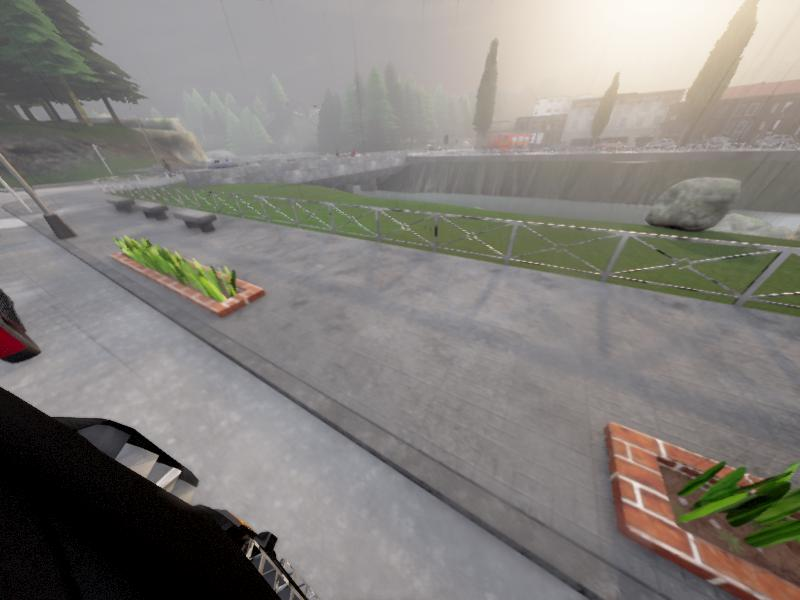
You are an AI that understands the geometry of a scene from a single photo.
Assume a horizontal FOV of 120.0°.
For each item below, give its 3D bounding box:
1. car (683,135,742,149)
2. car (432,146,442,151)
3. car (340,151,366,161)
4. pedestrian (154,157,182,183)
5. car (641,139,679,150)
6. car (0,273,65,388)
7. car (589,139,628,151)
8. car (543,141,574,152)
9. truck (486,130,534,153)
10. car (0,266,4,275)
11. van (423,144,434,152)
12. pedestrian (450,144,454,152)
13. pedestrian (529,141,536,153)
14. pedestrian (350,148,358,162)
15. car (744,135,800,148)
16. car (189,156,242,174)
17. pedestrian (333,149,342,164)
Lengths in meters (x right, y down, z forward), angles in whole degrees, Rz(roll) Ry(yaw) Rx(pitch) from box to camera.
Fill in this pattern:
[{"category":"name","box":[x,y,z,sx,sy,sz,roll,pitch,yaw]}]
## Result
[{"category":"car","box":[50.281,-25.493,37.364,5.238,1.638,1.930,16,38,26]},{"category":"car","box":[13.322,-54.221,82.727,2.007,1.525,4.514,16,38,26]},{"category":"car","box":[-8.885,-27.793,44.548,2.038,1.542,4.974,16,38,26]},{"category":"pedestrian","box":[-19.895,-11.159,19.836,0.751,1.860,0.751,16,38,25]},{"category":"car","box":[44.914,-26.993,40.084,3.806,1.475,1.970,16,38,25]},{"category":"car","box":[-6.351,0.135,2.671,3.633,1.501,1.845,16,38,26]},{"category":"car","box":[38.727,-28.868,43.135,5.027,1.651,2.152,16,38,26]},{"category":"car","box":[31.821,-30.894,46.584,4.856,1.649,2.033,16,38,26]},{"category":"truck","box":[23.569,-34.212,50.072,8.468,3.827,2.891,16,38,26]},{"category":"car","box":[-11.433,-1.310,5.193,4.193,1.474,1.816,17,38,26]},{"category":"van","box":[9.497,-50.680,77.151,2.069,2.038,4.480,16,38,26]},{"category":"pedestrian","box":[13.846,-40.474,61.548,0.751,1.860,0.751,24,42,34]},{"category":"pedestrian","box":[26.593,-30.692,46.351,0.751,1.860,0.751,13,37,22]},{"category":"pedestrian","box":[-7.550,-23.992,38.260,0.751,1.860,0.751,22,41,31]},{"category":"car","box":[55.705,-23.835,34.700,3.806,1.475,1.970,17,38,26]},{"category":"car","box":[-23.792,-17.521,29.996,2.242,1.667,4.611,16,38,26]},{"category":"pedestrian","box":[-9.391,-21.607,34.811,0.751,1.860,0.751,15,38,24]}]
